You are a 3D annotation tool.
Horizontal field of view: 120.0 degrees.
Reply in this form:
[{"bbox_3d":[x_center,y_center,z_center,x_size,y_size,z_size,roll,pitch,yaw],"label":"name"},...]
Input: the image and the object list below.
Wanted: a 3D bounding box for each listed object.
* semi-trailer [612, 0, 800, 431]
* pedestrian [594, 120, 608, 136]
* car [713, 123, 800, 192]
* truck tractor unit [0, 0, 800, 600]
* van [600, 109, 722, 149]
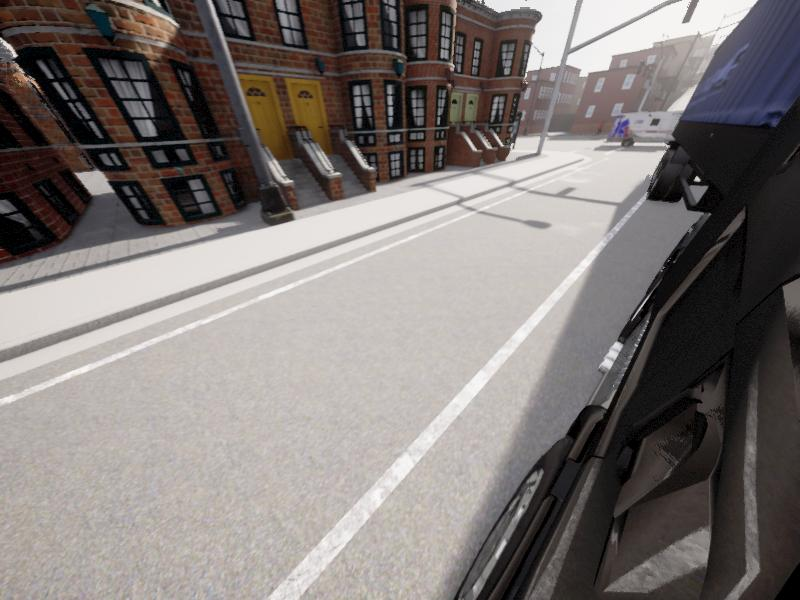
[{"bbox_3d":[8.055,-3.971,4.781,2.717,4.402,14.254,26,45,33],"label":"semi-trailer"},{"bbox_3d":[28.575,-24.479,32.864,0.751,1.860,0.751,-29,44,-31],"label":"pedestrian"},{"bbox_3d":[15.099,-5.831,9.213,2.033,1.649,4.856,29,48,27],"label":"car"},{"bbox_3d":[2.645,-0.295,0.351,6.516,4.208,3.053,-28,44,-30],"label":"truck tractor unit"},{"bbox_3d":[22.054,-14.721,20.008,2.351,2.431,6.366,-30,45,-32],"label":"van"}]
